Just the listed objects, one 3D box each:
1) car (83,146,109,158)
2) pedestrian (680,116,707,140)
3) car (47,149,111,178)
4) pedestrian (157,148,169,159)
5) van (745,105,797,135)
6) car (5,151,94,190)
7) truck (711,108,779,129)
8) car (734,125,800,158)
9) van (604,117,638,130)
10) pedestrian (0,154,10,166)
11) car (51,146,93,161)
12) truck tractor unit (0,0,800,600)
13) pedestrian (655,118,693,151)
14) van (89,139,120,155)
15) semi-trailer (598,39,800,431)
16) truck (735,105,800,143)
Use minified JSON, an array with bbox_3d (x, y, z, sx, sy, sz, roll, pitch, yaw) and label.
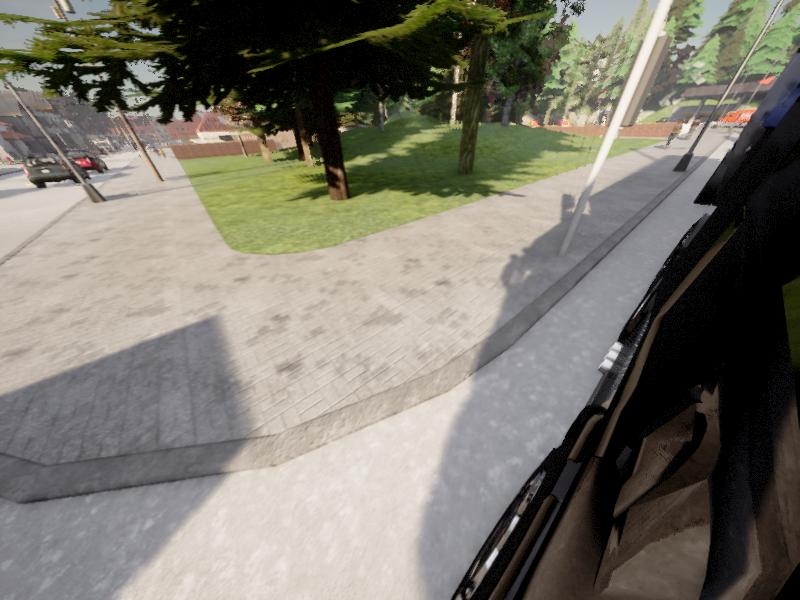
[{"bbox_3d":[-52.420,-25.568,39.899,1.816,1.474,4.193,-28,44,-30],"label":"car"},{"bbox_3d":[28.651,-16.805,22.614,0.751,1.860,0.751,18,42,26],"label":"pedestrian"},{"bbox_3d":[-25.591,-11.089,18.635,2.007,1.525,4.514,-29,44,-31],"label":"car"},{"bbox_3d":[-27.053,-16.739,26.394,0.500,1.100,0.500,-30,45,-32],"label":"pedestrian"},{"bbox_3d":[43.004,-20.906,26.895,5.915,2.561,1.988,-27,43,-29],"label":"van"},{"bbox_3d":[-21.530,-8.187,14.462,1.851,1.617,3.988,-28,44,-30],"label":"car"},{"bbox_3d":[56.509,-29.867,38.119,2.627,2.467,5.204,-5,37,-5],"label":"truck"},{"bbox_3d":[23.034,-9.918,14.381,4.181,1.385,1.994,-28,44,-30],"label":"car"},{"bbox_3d":[47.280,-37.729,49.495,2.069,2.038,4.480,-28,44,-29],"label":"van"},{"bbox_3d":[-49.723,-17.672,28.494,0.751,1.860,0.751,23,44,30],"label":"pedestrian"},{"bbox_3d":[-46.626,-20.937,32.963,1.789,1.549,3.705,-17,39,-19],"label":"car"},{"bbox_3d":[2.645,-0.295,0.351,6.516,4.208,3.053,-28,44,-30],"label":"truck tractor unit"},{"bbox_3d":[19.429,-11.767,16.431,0.751,1.860,0.751,-14,38,-14],"label":"pedestrian"},{"bbox_3d":[-60.219,-31.319,47.226,2.351,2.431,6.366,-28,44,-30],"label":"van"},{"bbox_3d":[8.674,-3.613,4.263,14.254,4.402,2.717,-28,44,-30],"label":"semi-trailer"},{"bbox_3d":[32.666,-15.463,20.299,5.204,2.467,2.627,-28,44,-30],"label":"truck"}]
